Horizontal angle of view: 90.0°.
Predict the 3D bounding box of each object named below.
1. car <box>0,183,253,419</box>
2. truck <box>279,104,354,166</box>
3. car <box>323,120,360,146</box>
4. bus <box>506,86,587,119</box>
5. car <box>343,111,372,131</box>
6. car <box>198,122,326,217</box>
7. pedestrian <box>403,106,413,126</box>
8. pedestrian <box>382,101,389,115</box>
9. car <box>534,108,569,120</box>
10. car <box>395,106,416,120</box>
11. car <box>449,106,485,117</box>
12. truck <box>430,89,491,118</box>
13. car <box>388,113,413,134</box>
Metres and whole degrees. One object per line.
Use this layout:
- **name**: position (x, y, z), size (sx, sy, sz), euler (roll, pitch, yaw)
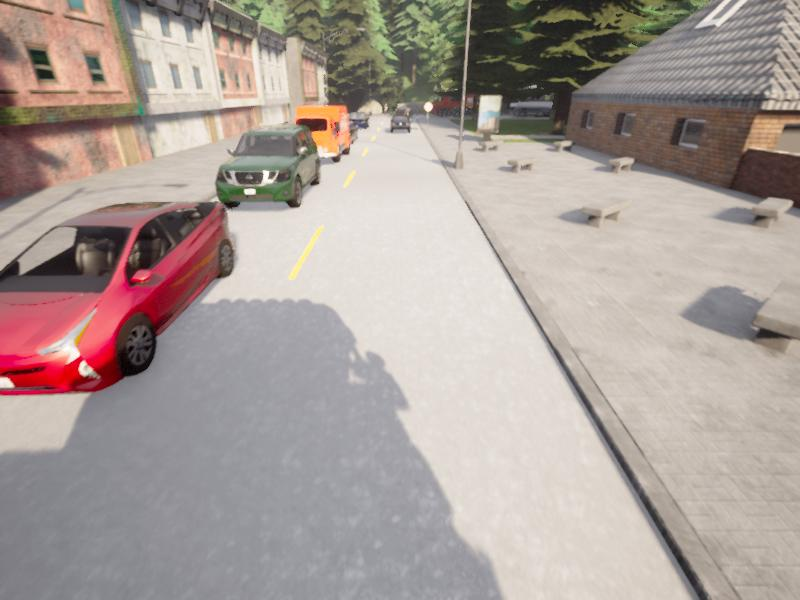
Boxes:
- **car**: position (-4.003, -0.476, 5.818), size (2.007, 1.525, 4.514), euler (0, 27, 0)
- **truck**: position (-3.991, -8.562, 20.456), size (2.627, 2.467, 5.204), euler (0, 27, 0)
- **car**: position (-3.969, -11.696, 27.812), size (1.895, 1.301, 4.718), euler (0, 27, -1)
- **bus**: position (21.938, -30.015, 60.765), size (10.273, 4.253, 3.944), euler (0, 27, 0)
- **car**: position (-3.957, -17.132, 38.142), size (2.163, 1.488, 4.792), euler (0, 28, 0)
- **car**: position (-4.013, -4.467, 12.984), size (2.150, 2.045, 5.566), euler (0, 27, 0)
- **pedestrian**: position (0.830, -19.134, 41.597), size (0.751, 1.860, 0.751), euler (-21, 34, -34)
- **pedestrian**: position (-2.190, -29.448, 61.334), size (0.751, 1.860, 0.751), euler (-19, 33, -33)
- **car**: position (21.903, -26.961, 57.975), size (4.181, 1.385, 1.994), euler (0, 27, 0)
- **car**: position (0.730, -24.682, 52.801), size (1.837, 1.490, 4.892), euler (5, 28, 11)
- **car**: position (9.648, -27.298, 57.941), size (4.892, 1.490, 1.837), euler (-1, 26, -2)
- **truck**: position (9.063, -29.902, 60.909), size (8.468, 3.827, 2.891), euler (-2, 27, -5)
- **car**: position (0.042, -15.729, 35.553), size (2.033, 1.411, 5.357), euler (0, 27, 0)
